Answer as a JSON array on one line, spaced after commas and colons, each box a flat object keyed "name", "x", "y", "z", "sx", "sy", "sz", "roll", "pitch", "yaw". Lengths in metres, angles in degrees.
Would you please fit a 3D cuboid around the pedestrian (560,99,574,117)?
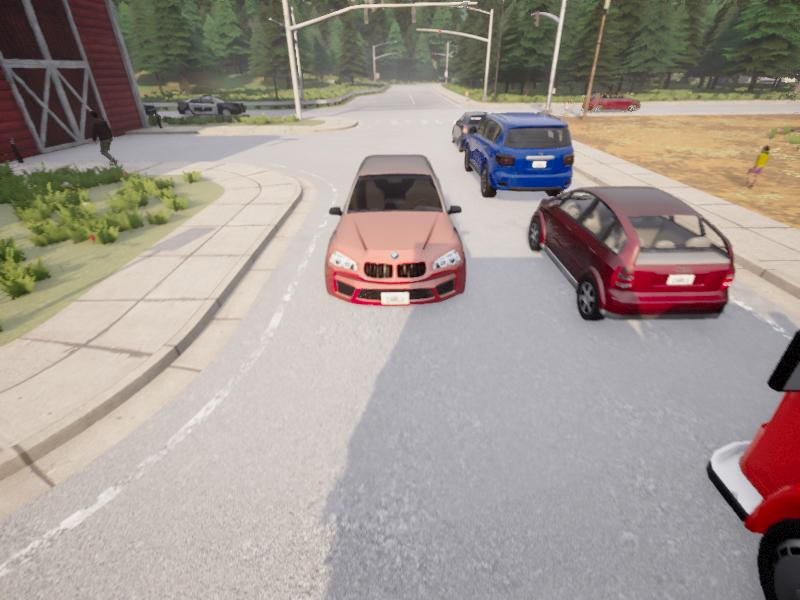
[{"name": "pedestrian", "x": 11.719, "y": -13.492, "z": 28.098, "sx": 0.500, "sy": 1.100, "sz": 0.500, "roll": -10, "pitch": 31, "yaw": -16}]

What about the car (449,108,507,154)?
[{"name": "car", "x": 3.381, "y": -7.716, "z": 18.109, "sx": 1.845, "sy": 1.501, "sz": 3.633, "roll": 0, "pitch": 30, "yaw": 0}]

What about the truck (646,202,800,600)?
[{"name": "truck", "x": 3.444, "y": 1.800, "z": 0.603, "sx": 2.627, "sy": 2.467, "sz": 5.204, "roll": -1, "pitch": 30, "yaw": 0}]

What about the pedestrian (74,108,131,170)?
[{"name": "pedestrian", "x": -10.148, "y": -5.533, "z": 13.725, "sx": 0.751, "sy": 1.860, "sz": 0.751, "roll": 9, "pitch": 31, "yaw": 16}]

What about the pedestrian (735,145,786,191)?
[{"name": "pedestrian", "x": 9.721, "y": -3.564, "z": 10.812, "sx": 0.500, "sy": 1.100, "sz": 0.500, "roll": -3, "pitch": 30, "yaw": -4}]

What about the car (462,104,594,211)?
[{"name": "car", "x": 3.392, "y": -4.560, "z": 12.105, "sx": 2.150, "sy": 2.045, "sz": 5.566, "roll": -1, "pitch": 30, "yaw": 0}]

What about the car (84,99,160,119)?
[{"name": "car", "x": -22.862, "y": -15.770, "z": 33.072, "sx": 4.718, "sy": 1.301, "sz": 1.895, "roll": 0, "pitch": 30, "yaw": 1}]

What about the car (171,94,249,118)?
[{"name": "car", "x": -15.508, "y": -15.944, "z": 32.849, "sx": 5.238, "sy": 1.638, "sz": 1.930, "roll": 0, "pitch": 30, "yaw": 1}]

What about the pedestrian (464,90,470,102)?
[{"name": "pedestrian", "x": 6.984, "y": -21.256, "z": 41.677, "sx": 0.500, "sy": 1.100, "sz": 0.500, "roll": 12, "pitch": 32, "yaw": 22}]

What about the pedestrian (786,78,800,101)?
[{"name": "pedestrian", "x": 37.927, "y": -20.092, "z": 38.181, "sx": 0.751, "sy": 1.860, "sz": 0.751, "roll": -5, "pitch": 30, "yaw": -7}]

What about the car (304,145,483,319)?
[{"name": "car", "x": -0.077, "y": -1.602, "z": 7.417, "sx": 2.242, "sy": 1.667, "sz": 4.611, "roll": -1, "pitch": 30, "yaw": 0}]

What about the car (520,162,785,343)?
[{"name": "car", "x": 3.426, "y": -1.043, "z": 6.477, "sx": 1.789, "sy": 1.549, "sz": 3.705, "roll": -1, "pitch": 30, "yaw": 0}]

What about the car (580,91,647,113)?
[{"name": "car", "x": 17.145, "y": -15.984, "z": 32.281, "sx": 4.193, "sy": 1.474, "sz": 1.816, "roll": 0, "pitch": 30, "yaw": 1}]
